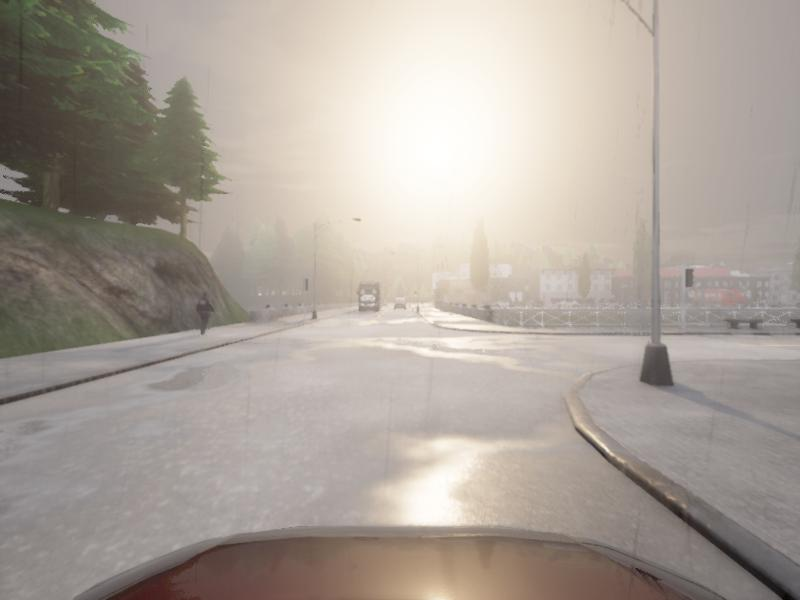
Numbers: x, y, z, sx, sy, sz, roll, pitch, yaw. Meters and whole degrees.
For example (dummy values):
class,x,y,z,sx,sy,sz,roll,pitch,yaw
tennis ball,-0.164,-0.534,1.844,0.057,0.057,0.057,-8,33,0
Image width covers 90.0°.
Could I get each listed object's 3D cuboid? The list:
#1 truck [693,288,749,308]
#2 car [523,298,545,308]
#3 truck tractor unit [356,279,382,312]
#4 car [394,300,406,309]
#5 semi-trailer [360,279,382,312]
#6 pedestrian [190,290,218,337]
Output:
class,x,y,z,sx,sy,sz,roll,pitch,yaw
truck,62.274,-0.343,77.767,8.468,3.827,2.891,0,0,0
car,27.360,0.626,81.745,3.866,1.878,1.905,0,0,0
truck tractor unit,-4.074,-0.534,53.515,3.053,4.208,6.516,0,0,-1
car,0.011,0.809,69.714,2.038,1.542,4.974,0,0,0
semi-trailer,-4.274,-0.632,61.426,2.717,4.402,14.254,0,0,-2
pedestrian,-7.959,0.529,16.291,0.751,1.860,0.751,0,0,2
